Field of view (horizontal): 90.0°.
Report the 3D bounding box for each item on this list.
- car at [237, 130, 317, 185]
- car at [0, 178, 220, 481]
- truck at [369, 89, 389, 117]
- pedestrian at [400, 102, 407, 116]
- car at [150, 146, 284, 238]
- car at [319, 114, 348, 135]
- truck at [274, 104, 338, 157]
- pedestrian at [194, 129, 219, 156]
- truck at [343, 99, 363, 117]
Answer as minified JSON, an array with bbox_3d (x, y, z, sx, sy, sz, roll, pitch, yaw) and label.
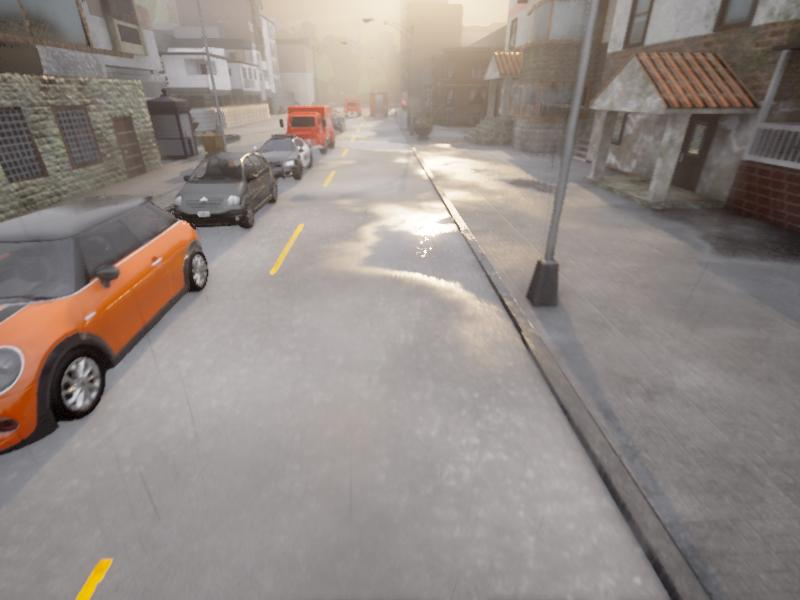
[{"bbox_3d":[-4.969,-6.180,17.013,2.038,1.542,4.974,-1,27,-2],"label":"car"},{"bbox_3d":[-4.366,-0.216,5.109,2.097,1.767,4.553,-1,27,-2],"label":"car"},{"bbox_3d":[-3.363,-31.534,63.855,2.891,3.827,8.468,-1,27,-2],"label":"truck"},{"bbox_3d":[0.585,-28.915,60.615,0.751,1.860,0.751,18,32,31],"label":"pedestrian"},{"bbox_3d":[-4.666,-3.135,10.998,1.851,1.617,3.988,-1,27,-2],"label":"car"},{"bbox_3d":[-5.947,-16.022,36.328,2.033,1.411,5.357,-1,27,-2],"label":"car"},{"bbox_3d":[-5.316,-10.118,23.648,2.627,2.467,5.204,-1,27,-2],"label":"truck"},{"bbox_3d":[-10.281,-8.391,21.312,0.751,1.300,0.751,-2,27,-3],"label":"pedestrian"},{"bbox_3d":[-7.245,-29.653,61.696,2.627,2.467,5.204,-1,27,-2],"label":"truck"}]
